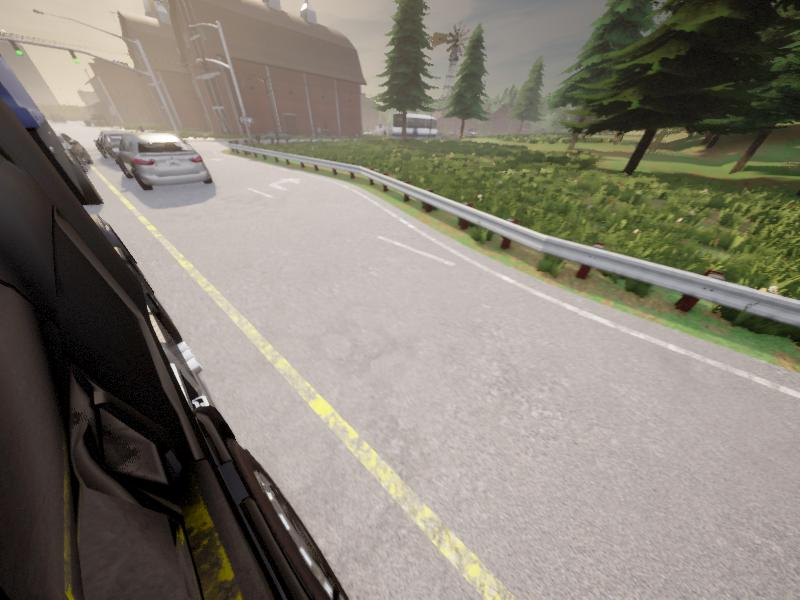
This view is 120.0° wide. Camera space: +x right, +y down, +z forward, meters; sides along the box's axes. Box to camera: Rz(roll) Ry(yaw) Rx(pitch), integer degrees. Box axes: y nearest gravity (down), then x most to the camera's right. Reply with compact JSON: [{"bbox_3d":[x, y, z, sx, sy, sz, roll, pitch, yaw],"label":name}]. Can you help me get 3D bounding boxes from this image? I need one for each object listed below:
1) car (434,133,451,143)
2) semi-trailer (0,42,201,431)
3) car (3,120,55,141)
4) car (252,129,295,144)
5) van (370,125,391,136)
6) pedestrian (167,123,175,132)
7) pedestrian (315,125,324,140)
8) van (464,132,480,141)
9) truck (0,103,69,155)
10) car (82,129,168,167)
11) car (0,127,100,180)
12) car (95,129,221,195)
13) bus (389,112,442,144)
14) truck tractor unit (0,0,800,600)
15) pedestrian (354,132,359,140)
[{"bbox_3d":[9.066,-34.449,49.164,1.845,1.501,3.633,28,44,30],"label":"car"},{"bbox_3d":[-8.699,-3.600,4.233,14.254,4.402,2.717,28,44,30],"label":"semi-trailer"},{"bbox_3d":[-33.869,-15.499,21.122,4.181,1.385,1.994,26,43,28],"label":"car"},{"bbox_3d":[-16.011,-20.797,29.405,1.994,1.385,4.181,28,44,30],"label":"car"},{"bbox_3d":[-6.130,-52.855,72.103,6.366,2.431,2.351,28,43,29],"label":"van"},{"bbox_3d":[-36.222,-27.273,36.476,0.500,1.100,0.500,-22,43,-30],"label":"pedestrian"},{"bbox_3d":[-12.908,-26.989,37.194,0.751,1.860,0.751,29,44,31],"label":"pedestrian"},{"bbox_3d":[19.872,-45.108,63.713,2.069,2.038,4.480,28,44,30],"label":"van"},{"bbox_3d":[-24.724,-11.167,15.003,5.204,2.467,2.627,28,43,29],"label":"truck"},{"bbox_3d":[-16.062,-8.942,13.453,5.357,1.411,2.033,26,43,28],"label":"car"},{"bbox_3d":[-15.852,-6.757,10.441,2.128,1.511,4.902,-27,46,-34],"label":"car"},{"bbox_3d":[-9.693,-5.693,9.274,4.611,1.667,2.242,28,43,29],"label":"car"},{"bbox_3d":[2.963,-31.520,42.574,3.944,4.253,10.273,28,44,30],"label":"bus"},{"bbox_3d":[-2.645,-0.295,0.351,6.516,4.208,3.053,28,44,30],"label":"truck tractor unit"},{"bbox_3d":[-7.917,-29.845,41.974,0.500,1.100,0.500,29,44,30],"label":"pedestrian"}]
